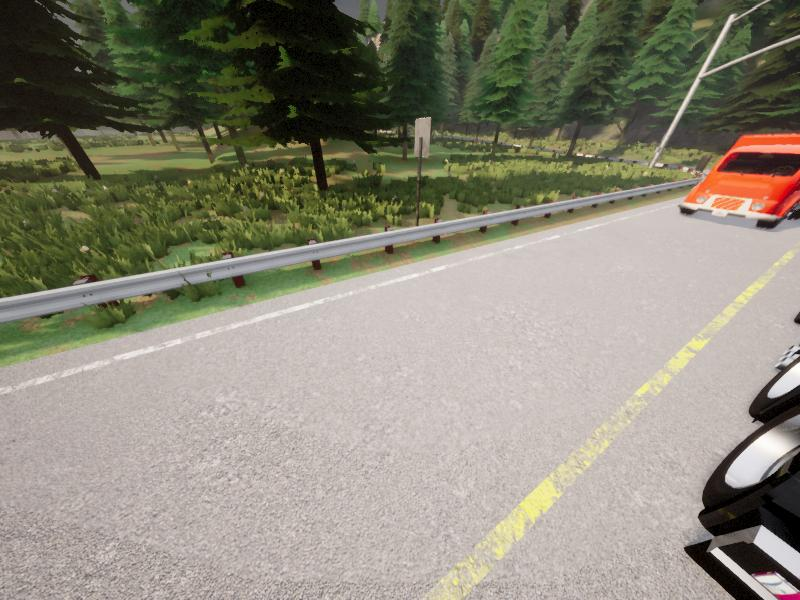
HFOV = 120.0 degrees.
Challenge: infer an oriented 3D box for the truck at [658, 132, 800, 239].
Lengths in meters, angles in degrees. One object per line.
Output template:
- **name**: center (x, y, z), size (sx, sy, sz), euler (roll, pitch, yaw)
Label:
- **truck**: center (12.397, -4.126, 7.850), size (5.204, 2.467, 2.627), euler (-17, 38, -23)

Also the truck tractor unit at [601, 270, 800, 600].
- **truck tractor unit**: center (5.120, -0.292, 0.767), size (6.516, 4.208, 3.053), euler (-18, 39, -24)
